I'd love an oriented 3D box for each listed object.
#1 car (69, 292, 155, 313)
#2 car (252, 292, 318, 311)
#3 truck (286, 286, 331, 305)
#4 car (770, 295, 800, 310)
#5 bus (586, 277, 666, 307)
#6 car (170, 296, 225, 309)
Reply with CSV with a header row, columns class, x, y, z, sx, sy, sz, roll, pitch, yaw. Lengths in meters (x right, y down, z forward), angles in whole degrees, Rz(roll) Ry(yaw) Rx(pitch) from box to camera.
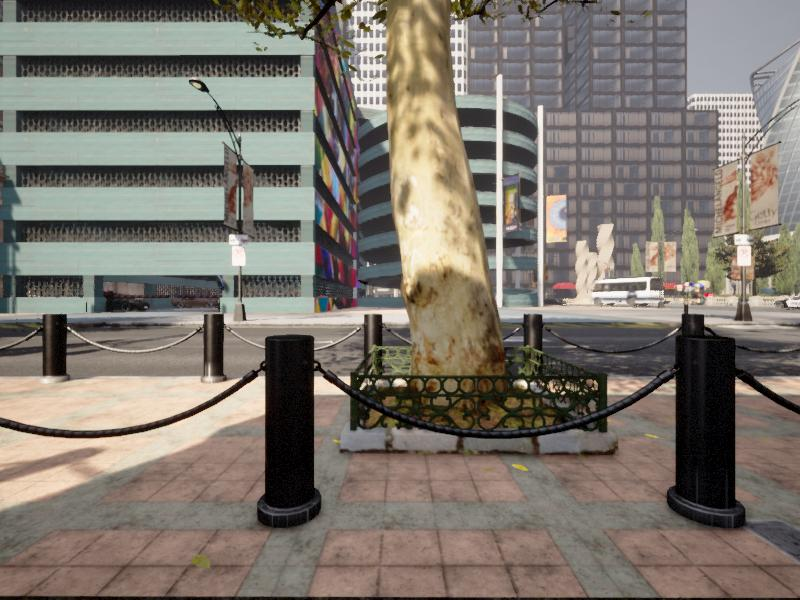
class,x,y,z,sx,sy,sz,roll,pitch,yaw
car,-21.193,0.157,29.591,4.786,1.482,2.161,0,0,0
car,-9.593,0.117,33.684,4.902,1.511,2.128,0,0,0
truck,-18.452,-0.924,81.002,8.468,3.827,2.891,0,0,0
car,40.555,0.229,40.224,2.038,1.542,4.974,0,0,0
bus,34.304,-1.138,61.373,3.944,4.253,10.273,0,0,-25
car,-20.752,0.207,41.191,4.718,1.301,1.895,0,0,0
